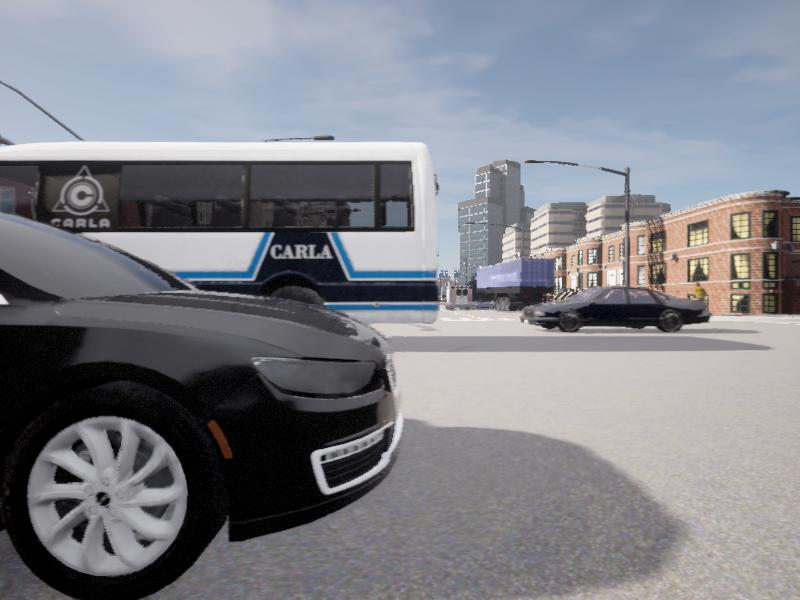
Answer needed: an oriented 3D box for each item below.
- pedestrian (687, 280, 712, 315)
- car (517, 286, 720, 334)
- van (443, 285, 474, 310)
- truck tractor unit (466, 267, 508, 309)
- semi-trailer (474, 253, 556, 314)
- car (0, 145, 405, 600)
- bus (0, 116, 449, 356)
[{"bbox_3d":[15.991,-0.120,21.369,0.751,1.860,0.751,0,0,0],"label":"pedestrian"},{"bbox_3d":[6.683,0.292,12.703,5.357,1.411,2.033,0,0,0],"label":"car"},{"bbox_3d":[5.988,-0.225,41.688,2.351,2.431,6.366,0,0,0],"label":"van"},{"bbox_3d":[9.441,-1.166,44.269,3.053,4.208,6.516,-2,-1,0],"label":"truck tractor unit"},{"bbox_3d":[9.752,-1.249,36.333,2.717,4.402,14.254,0,0,-3],"label":"semi-trailer"},{"bbox_3d":[-2.431,0.246,2.201,4.892,1.490,1.837,0,0,0],"label":"car"},{"bbox_3d":[-4.267,-1.132,9.079,10.273,4.253,3.944,0,0,0],"label":"bus"}]
